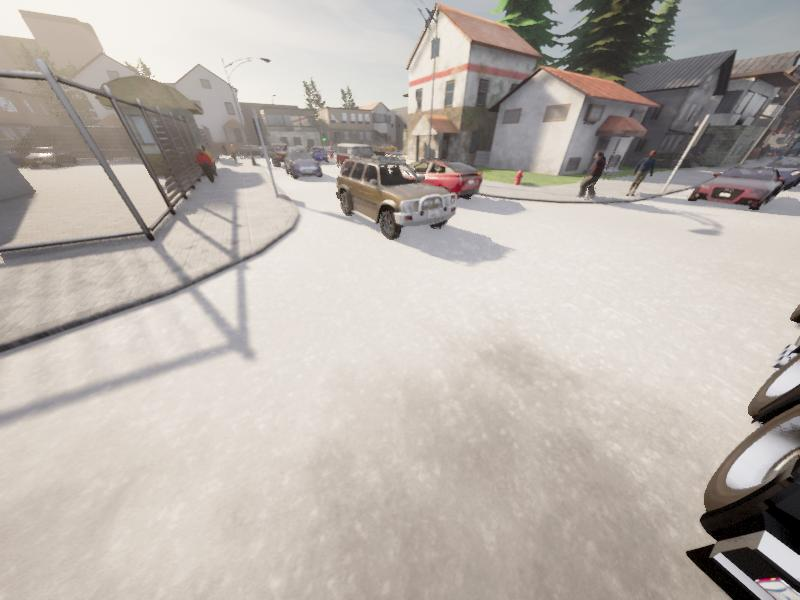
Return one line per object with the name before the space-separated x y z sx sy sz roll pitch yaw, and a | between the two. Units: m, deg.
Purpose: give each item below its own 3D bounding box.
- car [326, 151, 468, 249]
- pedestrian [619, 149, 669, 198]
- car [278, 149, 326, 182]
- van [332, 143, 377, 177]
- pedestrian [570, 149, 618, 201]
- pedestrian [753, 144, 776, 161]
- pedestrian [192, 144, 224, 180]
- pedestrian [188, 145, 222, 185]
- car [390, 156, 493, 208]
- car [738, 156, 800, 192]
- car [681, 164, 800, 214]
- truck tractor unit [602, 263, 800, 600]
car | -0.421 -3.470 7.328 1.932 1.855 4.605 -21 41 -28
pedestrian | 10.926 -5.712 10.434 0.751 1.860 0.751 19 39 25
car | -7.075 -9.735 16.505 2.033 1.649 4.856 -18 38 -24
van | -3.648 -11.062 18.121 1.775 1.987 4.442 -18 39 -25
pedestrian | 8.189 -5.308 9.833 0.751 1.860 0.751 -23 41 -29
pedestrian | 48.677 -19.753 30.878 0.751 1.860 0.751 -19 39 -25
pedestrian | -11.957 -8.645 14.456 0.751 1.860 0.751 -12 37 -17
pedestrian | -10.721 -7.467 12.775 0.751 1.860 0.751 -18 39 -25
car | 1.672 -5.756 10.942 2.007 1.525 4.514 -23 41 -29
car | 22.463 -7.509 13.613 3.633 1.501 1.845 -18 39 -24
car | 14.774 -4.933 9.995 4.181 1.385 1.994 -18 39 -24
truck tractor unit | 5.106 -0.306 0.782 6.516 4.208 3.053 -18 39 -24
